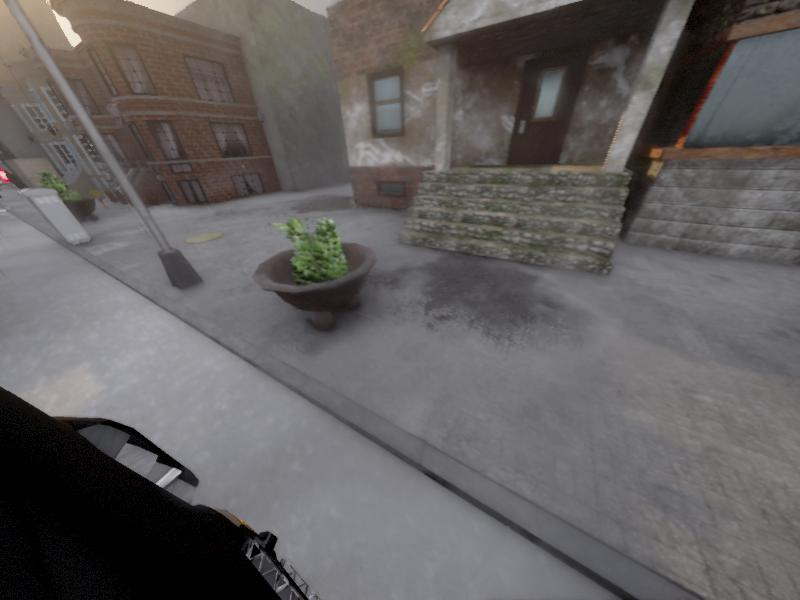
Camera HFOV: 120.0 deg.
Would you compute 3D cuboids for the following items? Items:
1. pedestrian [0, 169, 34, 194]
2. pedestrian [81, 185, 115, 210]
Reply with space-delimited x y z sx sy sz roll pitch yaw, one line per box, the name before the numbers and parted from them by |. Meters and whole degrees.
pedestrian | -32.989 -10.142 19.822 0.751 1.860 0.751 9 35 17
pedestrian | -15.470 -5.277 11.856 0.500 1.100 0.500 15 37 25
